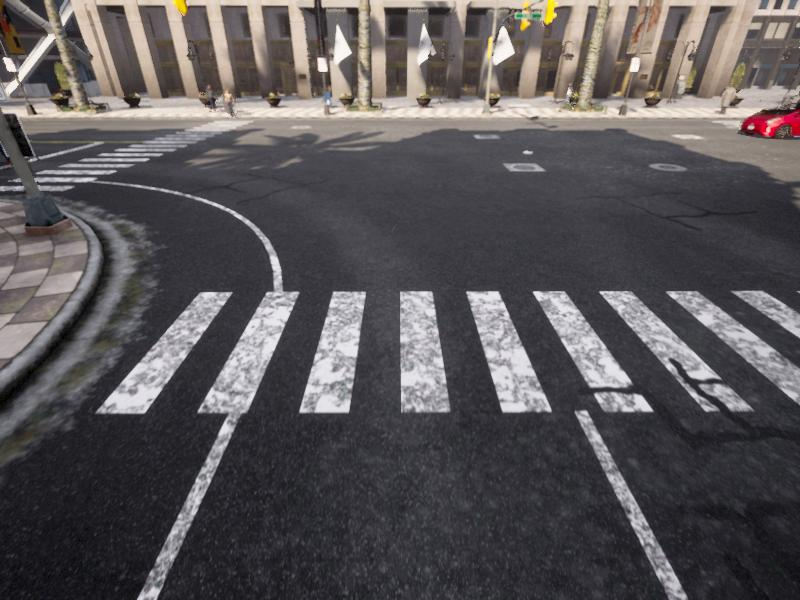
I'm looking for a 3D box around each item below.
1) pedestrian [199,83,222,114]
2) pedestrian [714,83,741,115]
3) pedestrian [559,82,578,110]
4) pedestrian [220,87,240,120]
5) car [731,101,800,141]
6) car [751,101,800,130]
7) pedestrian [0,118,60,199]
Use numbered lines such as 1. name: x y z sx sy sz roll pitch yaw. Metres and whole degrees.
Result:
1. pedestrian: -13.056 -13.909 27.600 0.751 1.860 0.751 17 34 26
2. pedestrian: 22.008 -13.490 26.894 0.751 1.860 0.751 24 38 35
3. pedestrian: 12.558 -15.180 29.781 0.751 1.860 0.751 0 30 0
4. pedestrian: -11.020 -12.783 25.967 0.751 1.860 0.751 -6 31 -11
5. car: 19.302 -8.689 19.362 4.514 1.525 2.007 -1 30 -2
6. car: 23.132 -10.412 22.538 4.718 1.301 1.895 0 30 0
7. pedestrian: -9.872 -3.664 10.378 0.751 1.860 0.751 -1 30 -3
